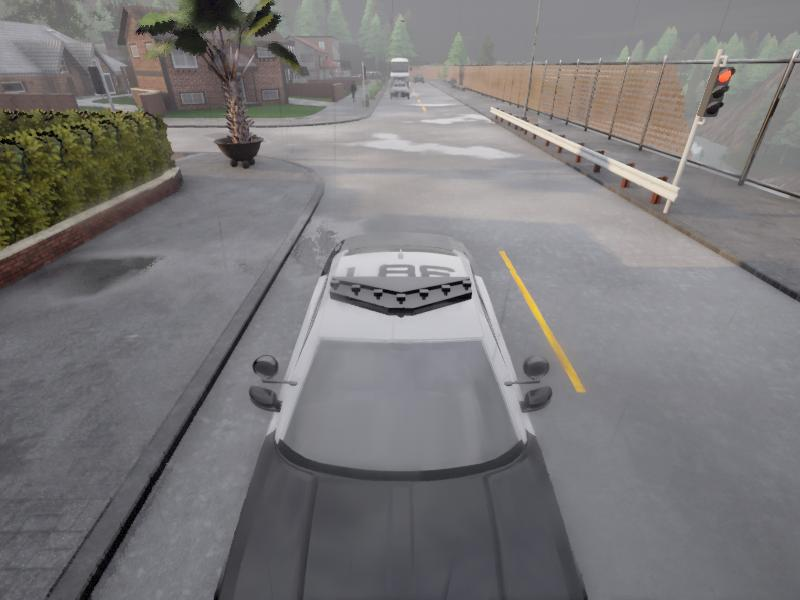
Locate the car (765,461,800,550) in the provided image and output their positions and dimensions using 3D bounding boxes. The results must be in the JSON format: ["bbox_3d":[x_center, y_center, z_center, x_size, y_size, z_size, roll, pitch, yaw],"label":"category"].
[{"bbox_3d":[4.002,2.216,0.623,2.152,1.651,5.027,0,30,0],"label":"car"}]

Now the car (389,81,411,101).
[{"bbox_3d":[-0.012,-22.188,42.440,2.152,1.651,5.027,0,30,0],"label":"car"}]

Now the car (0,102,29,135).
[{"bbox_3d":[-22.578,-9.460,20.858,4.181,1.385,1.994,0,30,0],"label":"car"}]

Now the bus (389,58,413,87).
[{"bbox_3d":[0.095,-40.543,71.299,3.944,4.253,10.273,0,29,0],"label":"bus"}]

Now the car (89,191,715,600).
[{"bbox_3d":[0.006,0.626,3.353,1.930,1.638,5.238,0,31,0],"label":"car"}]

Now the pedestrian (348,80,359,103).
[{"bbox_3d":[-4.239,-19.050,36.570,0.751,1.860,0.751,3,30,5],"label":"pedestrian"}]
